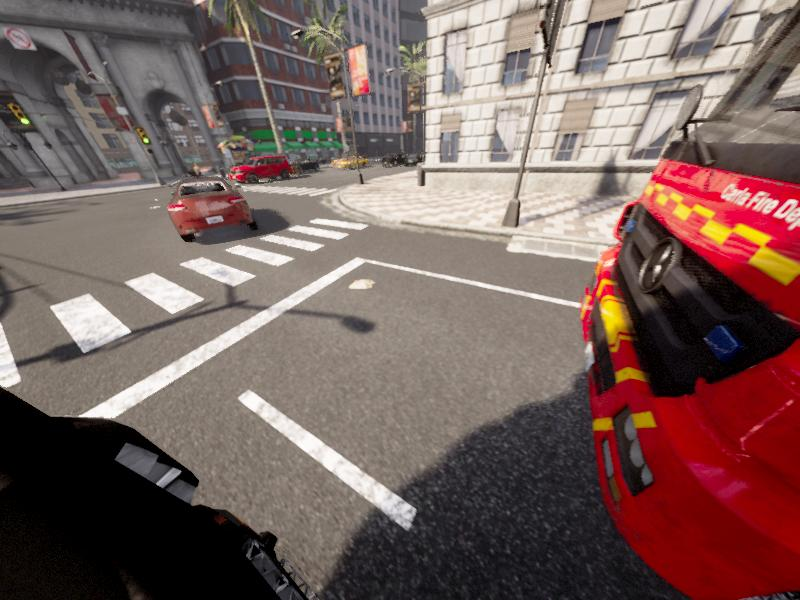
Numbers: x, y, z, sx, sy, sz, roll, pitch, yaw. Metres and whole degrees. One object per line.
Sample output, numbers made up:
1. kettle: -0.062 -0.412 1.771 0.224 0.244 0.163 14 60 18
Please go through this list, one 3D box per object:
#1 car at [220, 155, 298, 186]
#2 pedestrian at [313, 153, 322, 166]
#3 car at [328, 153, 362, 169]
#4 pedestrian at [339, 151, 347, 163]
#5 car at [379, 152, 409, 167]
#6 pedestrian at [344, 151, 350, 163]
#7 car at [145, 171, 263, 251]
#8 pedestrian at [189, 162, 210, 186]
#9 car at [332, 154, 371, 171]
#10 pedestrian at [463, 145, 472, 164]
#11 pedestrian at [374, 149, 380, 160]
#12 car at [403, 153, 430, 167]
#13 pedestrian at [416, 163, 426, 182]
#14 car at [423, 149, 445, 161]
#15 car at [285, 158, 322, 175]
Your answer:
1. car: -12.829 -12.165 21.554 2.150 2.045 5.566 16 38 26
2. pedestrian: -13.924 -23.875 39.173 0.751 1.860 0.751 12 37 22
3. car: -8.030 -20.517 33.998 2.097 1.767 4.553 16 38 26
4. pedestrian: -10.943 -27.470 44.358 0.751 1.860 0.751 20 40 30
5. car: -0.731 -19.907 32.749 1.837 1.490 4.892 16 38 26
6. pedestrian: -10.118 -27.516 44.359 0.751 1.860 0.751 -10 34 -10
7. car: -6.856 -3.572 8.469 2.152 1.651 5.027 -23 38 -27
8. pedestrian: -18.555 -11.681 21.416 0.751 1.860 0.751 -21 38 -25
9. car: -6.300 -18.306 30.710 1.801 1.575 5.366 16 38 27
10. pedestrian: 8.061 -17.445 27.659 0.751 1.860 0.751 8 35 16
11. pedestrian: -4.973 -31.055 49.281 0.751 1.860 0.751 24 42 34
12. car: 2.303 -19.003 31.250 1.994 1.385 4.181 16 38 26
13. pedestrian: 1.374 -8.457 15.325 0.500 1.100 0.500 17 38 28
14. car: 6.014 -25.601 40.693 1.851 1.617 3.988 23 41 34
15. car: -11.881 -16.692 28.756 1.789 1.549 3.705 16 38 26
